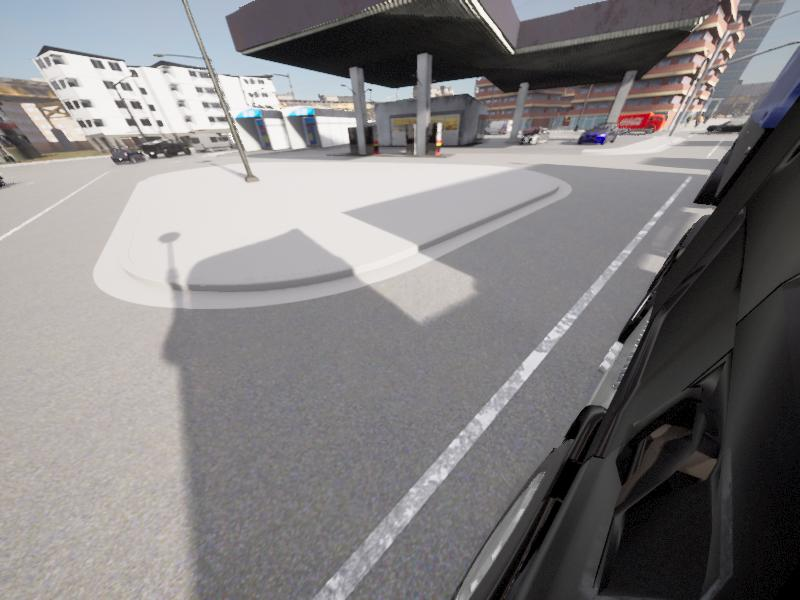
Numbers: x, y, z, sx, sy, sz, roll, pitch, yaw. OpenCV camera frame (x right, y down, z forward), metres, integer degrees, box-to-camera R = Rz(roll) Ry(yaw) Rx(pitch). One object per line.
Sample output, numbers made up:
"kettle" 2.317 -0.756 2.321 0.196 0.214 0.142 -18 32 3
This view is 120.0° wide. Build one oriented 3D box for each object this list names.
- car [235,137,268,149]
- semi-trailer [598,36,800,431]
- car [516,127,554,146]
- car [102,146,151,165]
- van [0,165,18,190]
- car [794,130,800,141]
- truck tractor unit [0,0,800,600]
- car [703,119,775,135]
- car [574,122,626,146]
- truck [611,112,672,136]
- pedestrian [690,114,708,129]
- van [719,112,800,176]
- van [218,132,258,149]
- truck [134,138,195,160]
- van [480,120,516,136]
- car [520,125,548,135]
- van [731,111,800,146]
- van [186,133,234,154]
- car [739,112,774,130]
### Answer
"car" -28.735 -30.604 44.969 1.930 1.638 5.238 13 39 19
"semi-trailer" 8.661 -3.631 4.261 14.254 4.402 2.717 -29 44 -30
"car" 14.937 -18.088 25.546 3.806 1.475 1.970 -28 44 -30
"car" -30.933 -16.477 26.327 1.845 1.501 3.633 -13 38 -13
"van" -25.337 -7.066 12.651 2.351 2.431 6.366 -28 43 -30
"car" 36.139 -14.551 19.728 4.718 1.301 1.895 -29 44 -30
"truck tractor unit" 2.645 -0.295 0.351 6.516 4.208 3.053 -28 44 -30
"car" 40.112 -20.560 27.507 1.895 1.301 4.718 -29 44 -30
"car" 19.247 -16.032 22.259 4.611 1.667 2.242 -28 44 -30
"truck" 34.111 -24.988 32.831 2.627 2.467 5.204 -30 44 -31
"pedestrian" 48.357 -28.901 37.364 0.751 1.860 0.751 0 37 4
"van" 16.936 -7.165 10.446 4.480 2.038 2.069 -29 44 -30
"van" -31.938 -31.723 45.916 1.988 2.561 5.915 13 39 19
"truck" -32.195 -21.001 31.975 2.390 2.098 6.274 -5 37 -3
"van" 20.788 -36.713 49.358 2.351 2.431 6.366 -29 44 -31
"car" 25.956 -32.958 44.900 1.994 1.385 4.181 -29 44 -30
"van" 28.668 -13.550 18.244 4.480 2.038 2.069 -28 44 -31
"van" -31.378 -26.201 38.504 1.988 2.561 5.915 4 37 9
"car" 51.189 -25.749 33.254 4.605 1.855 1.932 -29 44 -30
